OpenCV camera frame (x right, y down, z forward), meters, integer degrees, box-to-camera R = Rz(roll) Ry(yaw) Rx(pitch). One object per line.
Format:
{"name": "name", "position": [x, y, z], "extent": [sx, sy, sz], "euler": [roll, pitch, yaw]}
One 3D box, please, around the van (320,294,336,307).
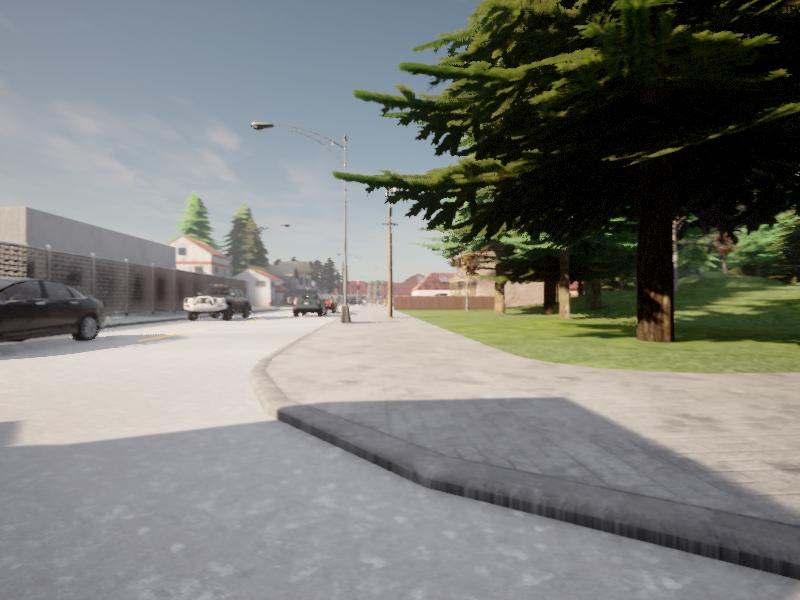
{"name": "van", "position": [-13.699, 0.142, 76.729], "extent": [2.351, 2.431, 6.366], "euler": [0, 0, -4]}

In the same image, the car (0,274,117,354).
{"name": "car", "position": [-8.441, 0.272, 8.411], "extent": [1.837, 1.490, 4.892], "euler": [0, 0, -5]}

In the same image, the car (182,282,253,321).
{"name": "car", "position": [-9.400, 0.106, 21.030], "extent": [1.932, 1.855, 4.605], "euler": [0, -1, -5]}

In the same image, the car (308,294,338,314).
{"name": "car", "position": [-6.139, 0.293, 32.487], "extent": [2.007, 1.525, 4.514], "euler": [0, 0, -6]}

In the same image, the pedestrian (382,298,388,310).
{"name": "pedestrian", "position": [-1.392, 0.379, 36.503], "extent": [0.500, 1.100, 0.500], "euler": [0, 0, -4]}

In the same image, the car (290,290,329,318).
{"name": "car", "position": [-5.776, 0.241, 25.992], "extent": [1.851, 1.617, 3.988], "euler": [0, 0, -4]}
